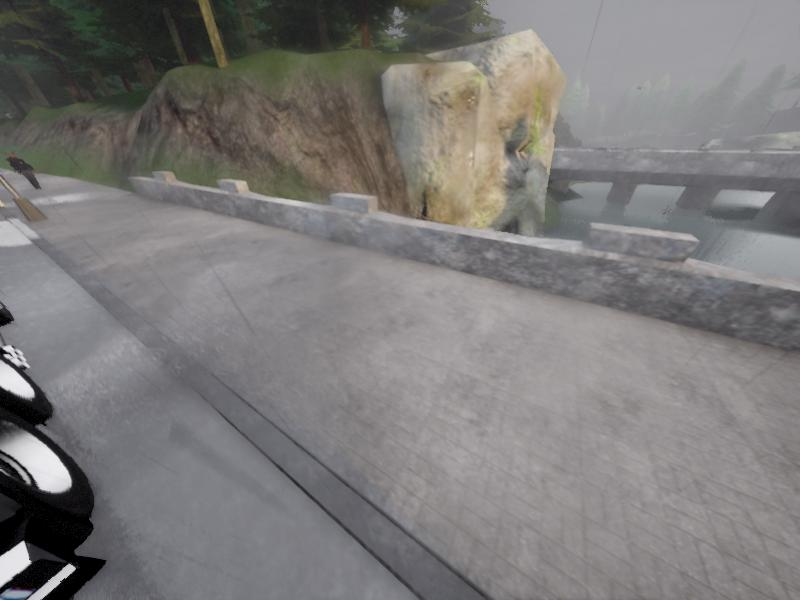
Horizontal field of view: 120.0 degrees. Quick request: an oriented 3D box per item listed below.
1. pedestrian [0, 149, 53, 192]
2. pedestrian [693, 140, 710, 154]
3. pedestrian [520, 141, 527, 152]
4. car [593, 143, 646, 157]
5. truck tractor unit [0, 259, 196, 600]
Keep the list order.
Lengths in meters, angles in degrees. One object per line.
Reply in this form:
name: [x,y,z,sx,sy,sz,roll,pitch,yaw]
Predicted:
pedestrian: [-19.763,-6.817,12.168,0.751,1.860,0.751,20,39,26]
pedestrian: [46.763,-23.712,35.832,0.751,1.860,0.751,19,39,26]
pedestrian: [24.907,-31.011,46.552,0.751,1.860,0.751,20,40,27]
car: [32.325,-22.258,34.298,5.238,1.638,1.930,18,39,25]
truck tractor unit: [-5.104,-0.305,0.798,6.516,4.208,3.053,19,39,25]
